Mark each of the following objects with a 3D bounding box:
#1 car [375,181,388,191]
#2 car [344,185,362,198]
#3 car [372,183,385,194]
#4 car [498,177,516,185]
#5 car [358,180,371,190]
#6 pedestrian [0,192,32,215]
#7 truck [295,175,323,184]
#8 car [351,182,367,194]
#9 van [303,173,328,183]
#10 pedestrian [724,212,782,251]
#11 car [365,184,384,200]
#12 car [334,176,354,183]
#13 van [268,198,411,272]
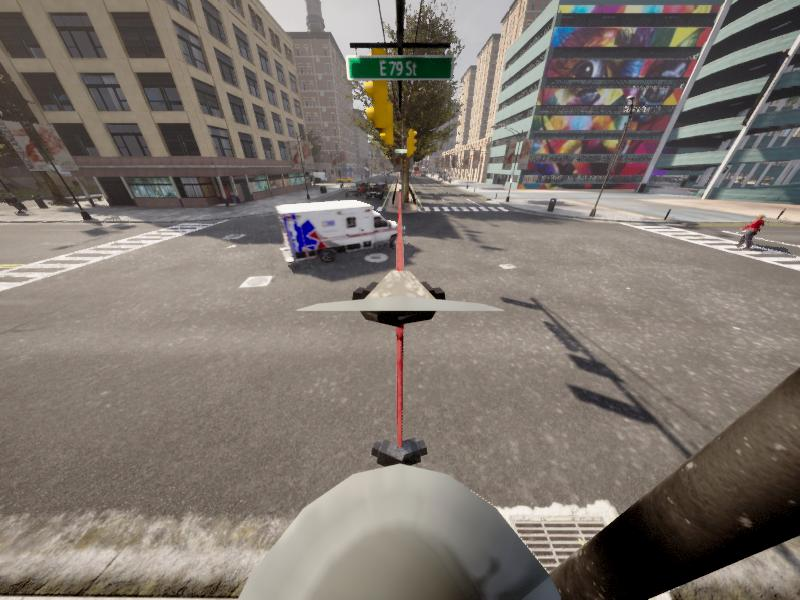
[{"bbox_3d":[-3.663,-22.793,45.972,2.128,1.511,4.902,0,30,0],"label":"car"},{"bbox_3d":[-7.151,-16.750,35.573,1.812,1.442,4.674,0,30,0],"label":"car"},{"bbox_3d":[-3.683,-19.398,40.235,1.994,1.385,4.181,0,30,0],"label":"car"},{"bbox_3d":[27.196,-30.383,58.961,2.161,1.482,4.786,0,30,0],"label":"car"},{"bbox_3d":[-7.190,-23.368,46.985,1.837,1.490,4.892,0,30,0],"label":"car"},{"bbox_3d":[-34.821,-8.700,20.862,0.751,1.860,0.751,3,30,5],"label":"pedestrian"},{"bbox_3d":[-24.589,-32.674,62.500,6.274,2.098,2.390,0,30,-1],"label":"truck"},{"bbox_3d":[-7.178,-20.111,41.312,2.007,1.525,4.514,0,30,0],"label":"car"},{"bbox_3d":[-23.913,-34.661,65.502,5.915,2.561,1.988,-1,30,-2],"label":"van"},{"bbox_3d":[18.955,-3.679,12.469,0.751,1.860,0.751,-1,30,-2],"label":"pedestrian"},{"bbox_3d":[-3.698,-15.908,33.887,2.242,1.667,4.611,0,30,0],"label":"car"},{"bbox_3d":[-16.040,-34.559,66.283,5.366,1.575,1.801,-10,31,-16],"label":"car"},{"bbox_3d":[-2.770,-3.606,11.823,6.366,2.431,2.351,-17,34,-27],"label":"van"}]
